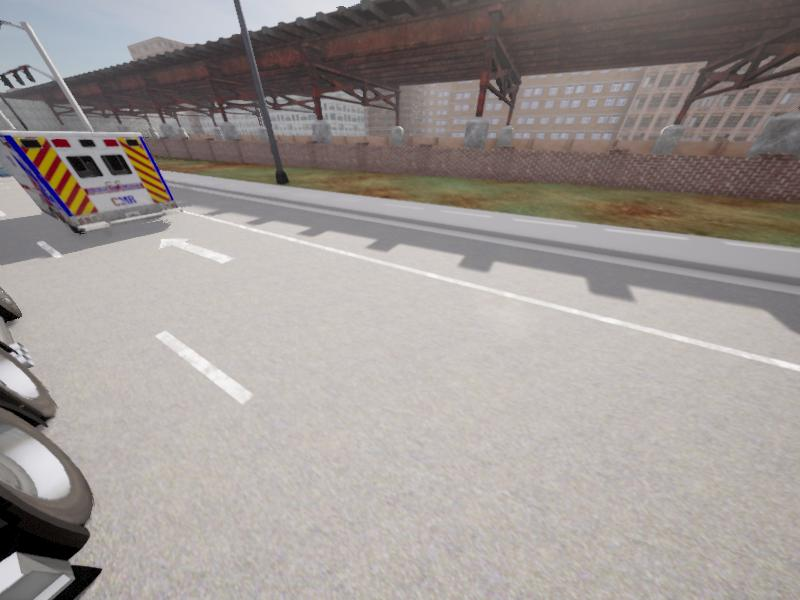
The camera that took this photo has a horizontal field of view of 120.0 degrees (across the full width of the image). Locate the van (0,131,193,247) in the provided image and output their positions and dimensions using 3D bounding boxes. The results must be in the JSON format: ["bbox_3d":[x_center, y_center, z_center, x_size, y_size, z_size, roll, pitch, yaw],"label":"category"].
[{"bbox_3d":[-10.231,-3.866,7.446,6.366,2.431,2.351,18,39,24],"label":"van"}]

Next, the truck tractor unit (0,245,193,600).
[{"bbox_3d":[-5.074,-0.337,0.820,6.516,4.208,3.053,20,40,26],"label":"truck tractor unit"}]
